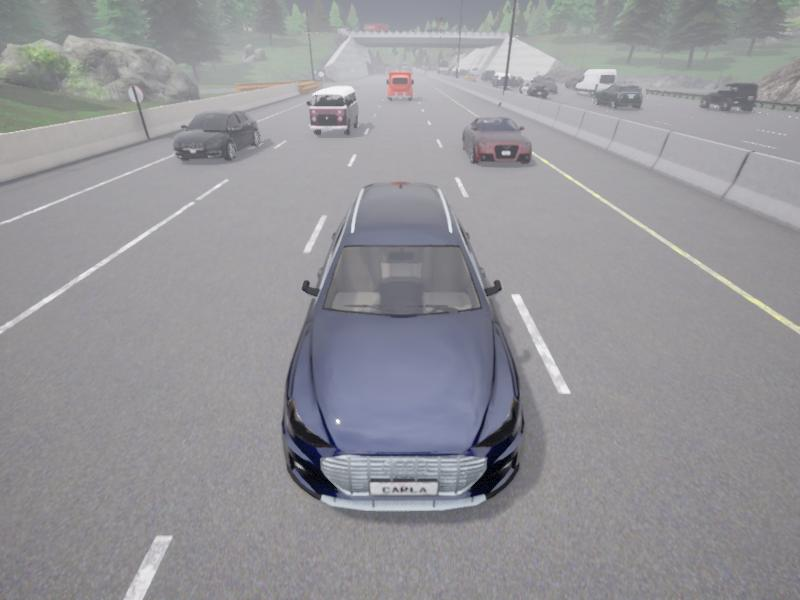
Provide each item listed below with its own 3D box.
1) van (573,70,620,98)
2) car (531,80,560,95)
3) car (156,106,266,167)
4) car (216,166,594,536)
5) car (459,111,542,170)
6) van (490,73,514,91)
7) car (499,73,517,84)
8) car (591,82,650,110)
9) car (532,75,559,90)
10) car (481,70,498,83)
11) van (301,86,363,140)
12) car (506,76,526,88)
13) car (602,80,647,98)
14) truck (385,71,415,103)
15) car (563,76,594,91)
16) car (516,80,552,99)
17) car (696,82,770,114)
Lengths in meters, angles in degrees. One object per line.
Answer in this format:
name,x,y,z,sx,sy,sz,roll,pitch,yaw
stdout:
van,21.021,-23.378,43.198,1.988,2.561,5.915,0,30,0
car,17.518,-25.713,48.326,1.994,1.385,4.181,0,30,0
car,-6.955,-6.452,15.444,1.837,1.490,4.892,0,30,0
car,0.016,-0.185,4.661,2.033,1.649,4.856,0,30,0
car,3.507,-6.019,14.836,1.994,1.385,4.181,0,30,0
van,14.020,-30.299,55.460,2.069,2.038,4.480,0,30,0
car,21.027,-43.399,78.307,2.152,1.651,5.027,0,30,0
car,17.513,-16.434,32.133,2.097,1.767,4.553,0,30,0
car,21.023,-31.624,58.082,2.242,1.667,4.611,0,30,0
car,17.528,-44.028,78.802,2.150,2.045,5.566,0,30,0
van,-3.220,-9.484,20.059,2.069,2.038,4.480,1,31,3
car,17.522,-33.036,60.597,1.789,1.549,3.705,0,31,0
car,24.516,-23.188,43.900,2.128,1.511,4.902,0,31,0
truck,0.014,-20.506,38.378,2.627,2.467,5.204,0,30,0
car,24.520,-29.903,55.159,2.242,1.667,4.611,0,31,0
car,14.016,-22.198,42.186,2.038,1.542,4.974,0,30,0
car,24.514,-15.059,29.703,1.905,1.878,3.866,0,31,0
